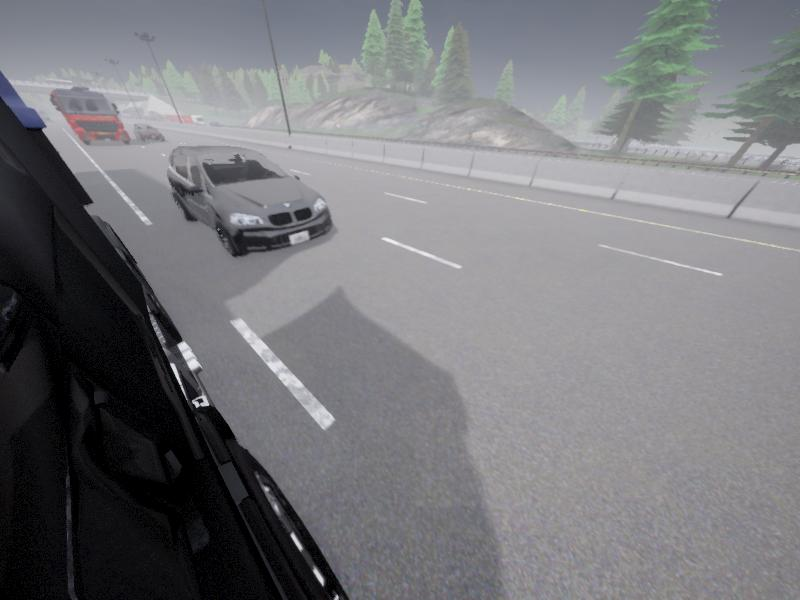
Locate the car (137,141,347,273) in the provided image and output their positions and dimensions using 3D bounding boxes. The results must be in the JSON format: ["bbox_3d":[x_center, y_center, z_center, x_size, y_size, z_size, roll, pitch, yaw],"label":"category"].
[{"bbox_3d":[-3.732,-2.590,5.471,4.611,1.667,2.242,28,44,30],"label":"car"}]

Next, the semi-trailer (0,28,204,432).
[{"bbox_3d":[-8.820,-3.518,4.108,14.254,4.402,2.717,27,43,28],"label":"semi-trailer"}]

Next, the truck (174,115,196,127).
[{"bbox_3d":[-58.752,-48.973,63.222,5.204,2.467,2.627,28,44,30],"label":"truck"}]

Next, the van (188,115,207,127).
[{"bbox_3d":[-58.463,-51.617,66.669,5.915,2.561,1.988,28,44,30],"label":"van"}]

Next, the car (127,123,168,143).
[{"bbox_3d":[-26.042,-17.247,23.797,4.193,1.474,1.816,28,44,30],"label":"car"}]

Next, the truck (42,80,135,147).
[{"bbox_3d":[-27.042,-15.983,20.097,8.468,3.827,2.891,28,44,30],"label":"truck"}]

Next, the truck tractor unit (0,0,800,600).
[{"bbox_3d":[-2.645,-0.295,0.351,6.516,4.208,3.053,28,44,30],"label":"truck tractor unit"}]

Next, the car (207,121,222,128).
[{"bbox_3d":[-54.950,-52.030,68.345,4.193,1.474,1.816,28,44,30],"label":"car"}]
